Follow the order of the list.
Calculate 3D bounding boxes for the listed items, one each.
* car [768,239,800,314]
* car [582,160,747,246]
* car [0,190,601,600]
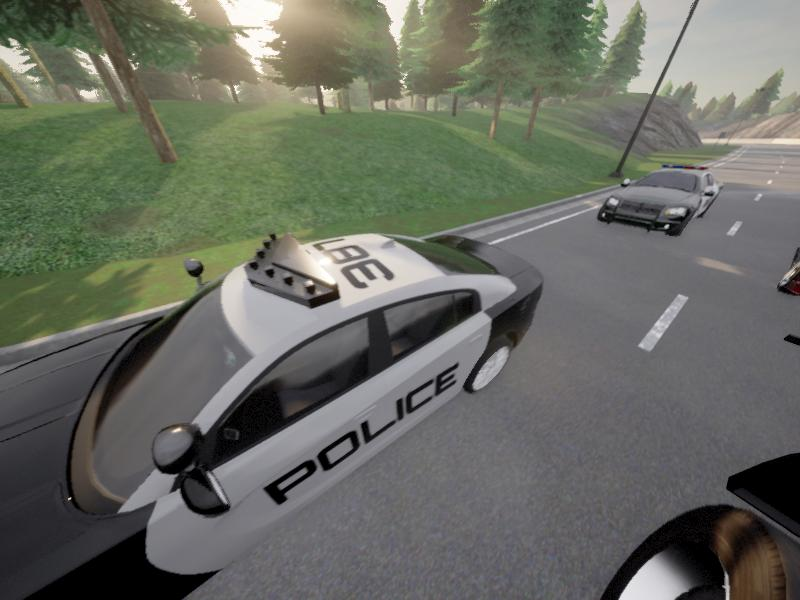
[{"bbox_3d":[8.344,-0.685,3.641,4.181,1.385,1.994,-21,40,-26],"label":"car"},{"bbox_3d":[8.325,-3.308,7.262,4.974,1.542,2.038,-22,40,-28],"label":"car"},{"bbox_3d":[-0.869,0.387,1.993,5.238,1.638,1.930,-22,40,-28],"label":"car"}]
